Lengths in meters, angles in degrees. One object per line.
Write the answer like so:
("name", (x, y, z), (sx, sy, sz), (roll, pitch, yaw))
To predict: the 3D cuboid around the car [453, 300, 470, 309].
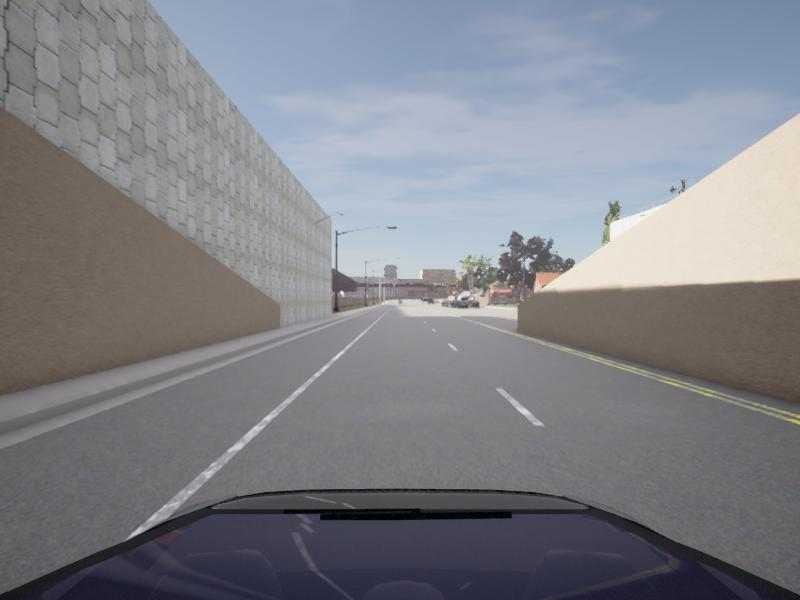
("car", (10.681, 0.803, 70.092), (2.007, 1.525, 4.514), (0, 0, -3))
